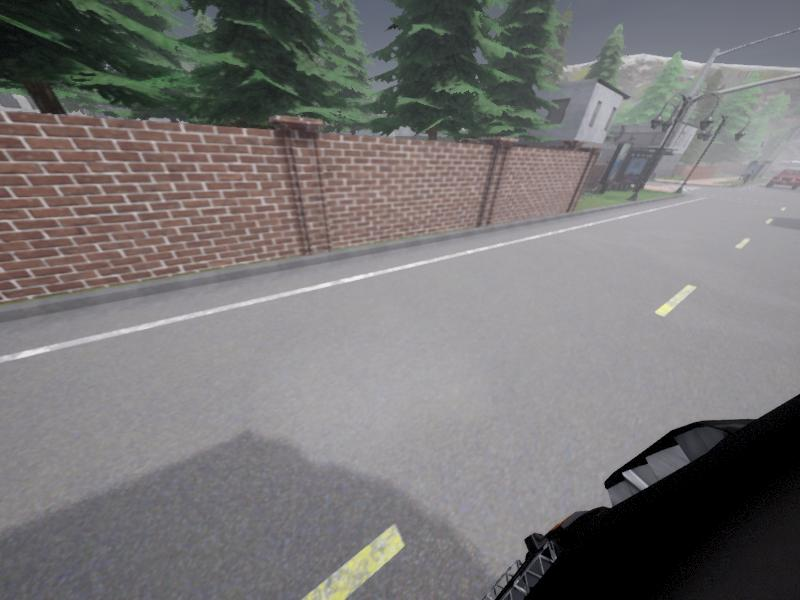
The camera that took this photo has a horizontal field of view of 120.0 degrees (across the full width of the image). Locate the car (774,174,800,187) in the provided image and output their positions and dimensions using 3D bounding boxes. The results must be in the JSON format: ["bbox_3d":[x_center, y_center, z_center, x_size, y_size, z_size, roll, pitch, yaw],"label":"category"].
[{"bbox_3d":[55.306,-16.899,32.560,4.181,1.385,1.994,-17,38,-27],"label":"car"}]

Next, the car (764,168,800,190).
[{"bbox_3d":[47.069,-14.675,27.943,5.566,2.045,2.150,-17,39,-27],"label":"car"}]

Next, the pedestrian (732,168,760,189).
[{"bbox_3d":[37.422,-13.144,24.989,0.751,1.860,0.751,-13,37,-22],"label":"pedestrian"}]

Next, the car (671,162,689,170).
[{"bbox_3d":[81.826,-39.285,67.579,4.605,1.855,1.932,-18,39,-28],"label":"car"}]

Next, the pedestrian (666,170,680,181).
[{"bbox_3d":[33.206,-15.178,28.086,0.500,1.100,0.500,-15,38,-26],"label":"pedestrian"}]
